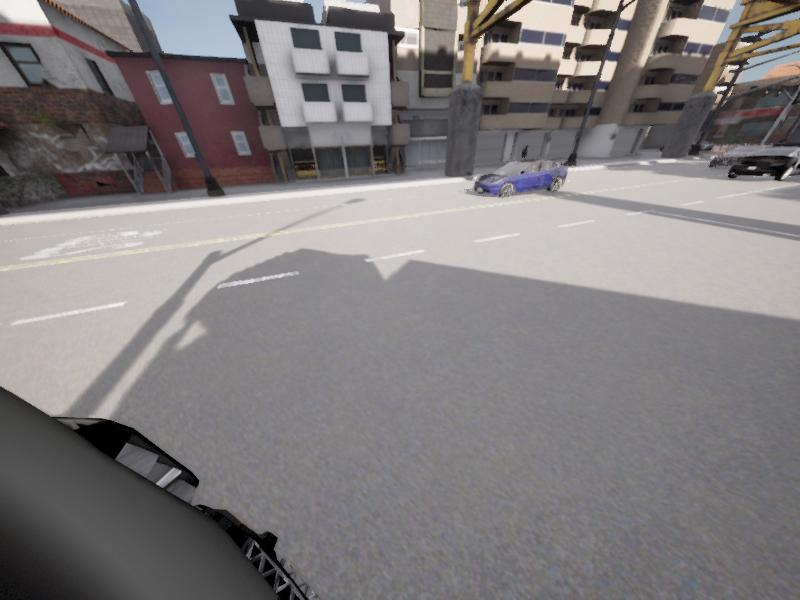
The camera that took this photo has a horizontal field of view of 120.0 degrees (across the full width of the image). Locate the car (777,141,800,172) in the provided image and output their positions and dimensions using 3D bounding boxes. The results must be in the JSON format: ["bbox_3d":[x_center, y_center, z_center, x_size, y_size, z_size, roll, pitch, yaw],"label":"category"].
[{"bbox_3d":[27.489,-9.167,14.563,5.027,1.651,2.152,-13,35,-16],"label":"car"}]

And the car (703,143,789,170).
[{"bbox_3d":[25.778,-10.755,17.263,4.674,1.442,1.812,-13,35,-16],"label":"car"}]

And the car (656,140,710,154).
[{"bbox_3d":[40.848,-22.248,33.582,2.038,1.542,4.974,1,33,5],"label":"car"}]

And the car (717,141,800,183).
[{"bbox_3d":[20.882,-7.656,12.704,5.238,1.638,1.930,-13,35,-16],"label":"car"}]

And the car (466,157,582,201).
[{"bbox_3d":[6.110,-6.207,11.671,4.792,1.488,2.163,-13,35,-15],"label":"car"}]

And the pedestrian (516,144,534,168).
[{"bbox_3d":[11.641,-13.418,21.609,0.751,1.860,0.751,-13,35,-15],"label":"pedestrian"}]
